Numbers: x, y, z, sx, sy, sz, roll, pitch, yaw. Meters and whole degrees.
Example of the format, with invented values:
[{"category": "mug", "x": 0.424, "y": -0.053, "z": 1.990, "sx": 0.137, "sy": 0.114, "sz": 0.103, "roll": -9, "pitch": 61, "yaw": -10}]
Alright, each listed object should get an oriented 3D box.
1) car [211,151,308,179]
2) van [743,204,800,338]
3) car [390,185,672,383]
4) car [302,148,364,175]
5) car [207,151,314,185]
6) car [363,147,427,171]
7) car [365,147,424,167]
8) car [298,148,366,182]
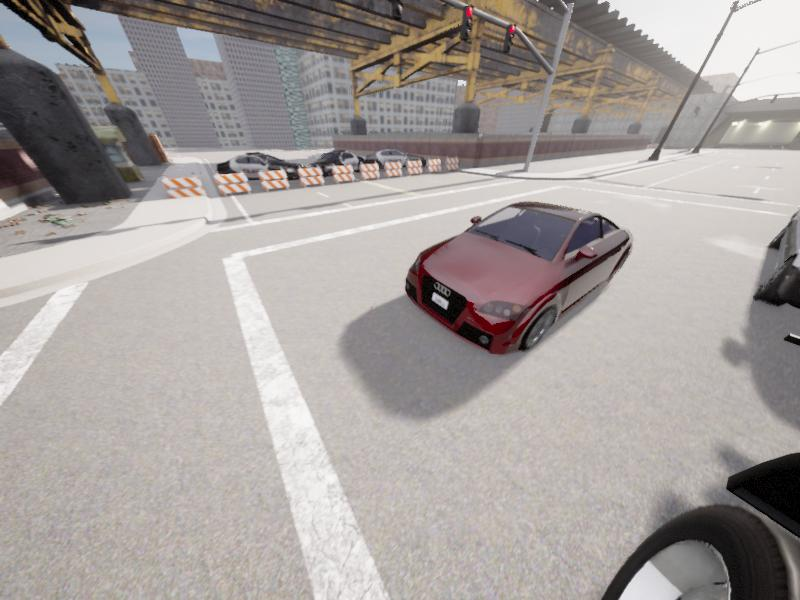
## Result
[{"category": "car", "x": -8.182, "y": -8.054, "z": 13.725, "sx": 4.536, "sy": 1.218, "sz": 1.853, "roll": 5, "pitch": 36, "yaw": 7}, {"category": "van", "x": 8.143, "y": -1.286, "z": 3.463, "sx": 5.915, "sy": 2.561, "sz": 1.988, "roll": -22, "pitch": 41, "yaw": -28}, {"category": "car", "x": 2.146, "y": -0.806, "z": 3.842, "sx": 4.181, "sy": 1.385, "sz": 1.994, "roll": -22, "pitch": 41, "yaw": -28}, {"category": "car", "x": -4.362, "y": -9.634, "z": 15.934, "sx": 1.853, "sy": 1.218, "sz": 4.536, "roll": 11, "pitch": 37, "yaw": 15}, {"category": "car", "x": -8.130, "y": -7.922, "z": 13.810, "sx": 4.974, "sy": 1.542, "sz": 2.038, "roll": 5, "pitch": 36, "yaw": 7}, {"category": "car", "x": -0.455, "y": -11.652, "z": 19.036, "sx": 4.974, "sy": 1.542, "sz": 2.038, "roll": -4, "pitch": 35, "yaw": -5}, {"category": "car", "x": -0.507, "y": -11.777, "z": 18.940, "sx": 4.536, "sy": 1.218, "sz": 1.853, "roll": -4, "pitch": 35, "yaw": -5}, {"category": "car", "x": -4.377, "y": -9.477, "z": 15.985, "sx": 2.038, "sy": 1.542, "sz": 4.974, "roll": 11, "pitch": 37, "yaw": 15}]
